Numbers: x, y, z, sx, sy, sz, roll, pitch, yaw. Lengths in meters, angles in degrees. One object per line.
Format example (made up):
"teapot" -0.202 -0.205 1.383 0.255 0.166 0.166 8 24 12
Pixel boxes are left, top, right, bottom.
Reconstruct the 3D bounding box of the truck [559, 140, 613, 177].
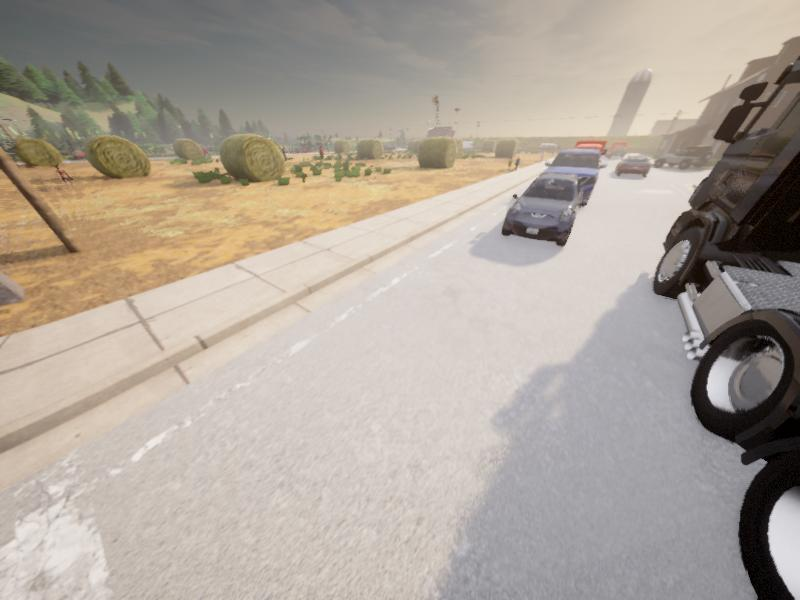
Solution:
"truck" 16.062 -12.335 19.952 2.627 2.467 5.204 22 40 29

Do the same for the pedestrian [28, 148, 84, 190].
"pedestrian" -18.361 -7.023 12.399 0.751 1.860 0.751 -25 41 -31

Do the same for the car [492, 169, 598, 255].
"car" 4.401 -2.838 6.879 1.845 1.501 3.633 22 40 29

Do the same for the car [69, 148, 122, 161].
"car" -45.967 -22.063 34.961 2.007 1.525 4.514 25 42 32

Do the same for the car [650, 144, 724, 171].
"car" 27.796 -14.003 22.638 1.905 1.878 3.866 -8 33 -2

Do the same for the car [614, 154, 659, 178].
"car" 19.711 -11.389 19.490 1.994 1.385 4.181 22 41 29

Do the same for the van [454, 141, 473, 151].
"van" 21.633 -52.790 79.088 5.915 2.561 1.988 24 41 31

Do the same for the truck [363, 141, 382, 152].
"truck" -8.025 -45.182 67.985 2.627 2.467 5.204 25 42 32

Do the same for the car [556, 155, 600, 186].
"car" 12.253 -8.977 15.852 1.789 1.549 3.705 22 40 29

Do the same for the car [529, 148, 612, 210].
"car" 8.377 -6.145 11.269 2.150 2.045 5.566 22 40 29

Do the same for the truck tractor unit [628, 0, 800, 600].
"truck tractor unit" 4.579 -0.640 1.269 3.053 4.208 6.516 22 41 29

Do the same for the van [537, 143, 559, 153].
"van" 40.888 -41.986 63.778 4.480 2.038 2.069 23 40 30

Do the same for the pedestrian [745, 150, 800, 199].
"pedestrian" 16.912 -5.627 10.371 0.751 1.860 0.751 29 44 35

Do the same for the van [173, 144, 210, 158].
"van" -38.247 -27.511 42.524 1.775 1.987 4.442 25 42 32

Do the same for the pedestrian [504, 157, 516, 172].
"pedestrian" 9.580 -11.848 20.139 0.500 1.100 0.500 1 34 2

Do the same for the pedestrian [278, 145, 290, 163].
"pedestrian" -14.062 -17.778 28.115 0.751 1.860 0.751 -7 35 -10
